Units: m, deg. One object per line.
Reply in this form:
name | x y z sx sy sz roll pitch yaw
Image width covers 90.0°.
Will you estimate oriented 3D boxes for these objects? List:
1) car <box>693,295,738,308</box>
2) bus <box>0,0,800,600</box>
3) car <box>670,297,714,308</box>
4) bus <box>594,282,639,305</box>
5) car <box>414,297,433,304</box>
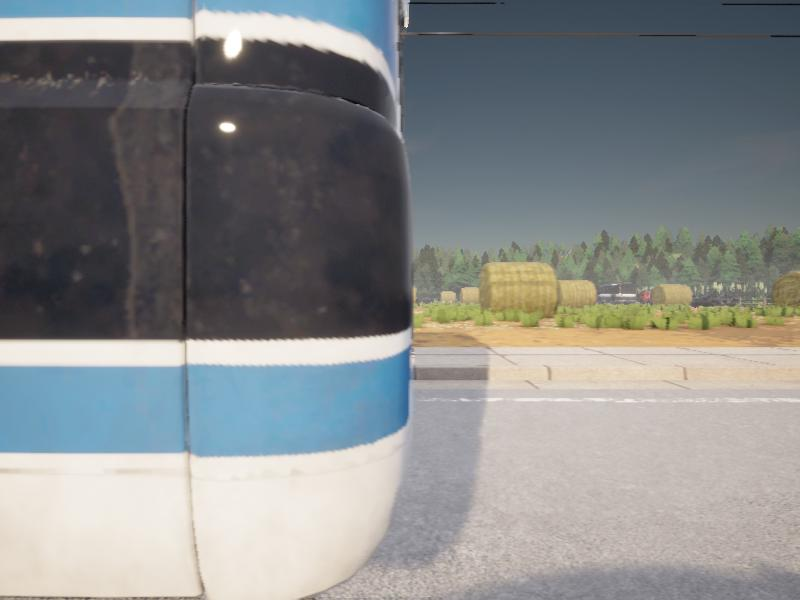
car | 41.762 0.163 53.160 2.152 1.651 5.027 0 0 3
bus | -4.972 -1.136 2.126 10.273 4.253 3.944 0 0 1
car | 38.225 0.275 52.519 2.033 1.411 5.357 0 0 3
bus | 43.038 -1.156 80.143 3.944 4.253 10.273 0 0 3
car | 5.863 0.100 99.414 4.553 1.767 2.097 0 0 0
